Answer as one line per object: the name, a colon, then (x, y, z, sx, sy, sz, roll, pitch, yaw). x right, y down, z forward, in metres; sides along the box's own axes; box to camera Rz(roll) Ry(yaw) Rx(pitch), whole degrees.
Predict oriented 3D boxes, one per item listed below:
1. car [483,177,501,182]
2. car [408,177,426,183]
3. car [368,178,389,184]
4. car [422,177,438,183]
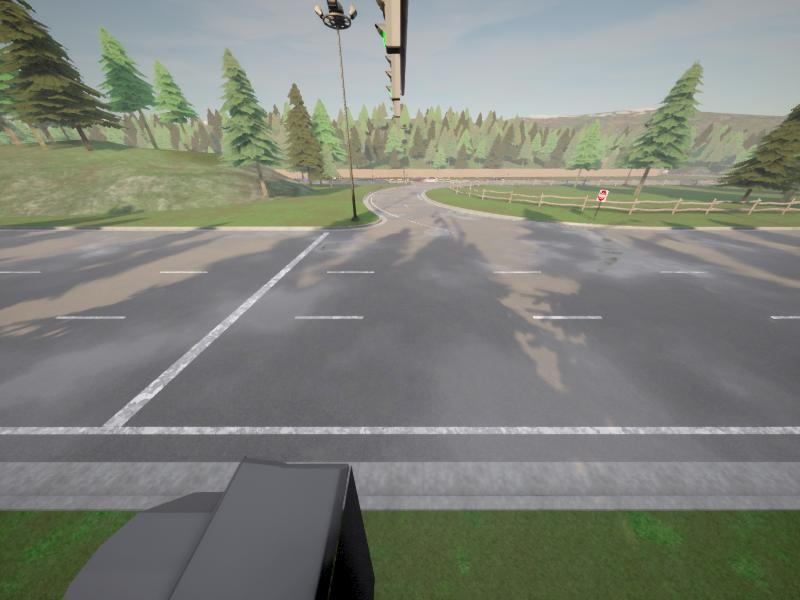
car: (27.892, -36.625, 70.136, 4.718, 1.301, 1.895, 0, 30, 0)
car: (4.898, -34.908, 66.990, 4.792, 1.488, 2.163, 0, 30, 0)
car: (-5.712, -31.352, 60.914, 5.357, 1.411, 2.033, 0, 30, 0)
car: (8.278, -33.221, 63.939, 3.988, 1.617, 1.851, 0, 30, 0)
